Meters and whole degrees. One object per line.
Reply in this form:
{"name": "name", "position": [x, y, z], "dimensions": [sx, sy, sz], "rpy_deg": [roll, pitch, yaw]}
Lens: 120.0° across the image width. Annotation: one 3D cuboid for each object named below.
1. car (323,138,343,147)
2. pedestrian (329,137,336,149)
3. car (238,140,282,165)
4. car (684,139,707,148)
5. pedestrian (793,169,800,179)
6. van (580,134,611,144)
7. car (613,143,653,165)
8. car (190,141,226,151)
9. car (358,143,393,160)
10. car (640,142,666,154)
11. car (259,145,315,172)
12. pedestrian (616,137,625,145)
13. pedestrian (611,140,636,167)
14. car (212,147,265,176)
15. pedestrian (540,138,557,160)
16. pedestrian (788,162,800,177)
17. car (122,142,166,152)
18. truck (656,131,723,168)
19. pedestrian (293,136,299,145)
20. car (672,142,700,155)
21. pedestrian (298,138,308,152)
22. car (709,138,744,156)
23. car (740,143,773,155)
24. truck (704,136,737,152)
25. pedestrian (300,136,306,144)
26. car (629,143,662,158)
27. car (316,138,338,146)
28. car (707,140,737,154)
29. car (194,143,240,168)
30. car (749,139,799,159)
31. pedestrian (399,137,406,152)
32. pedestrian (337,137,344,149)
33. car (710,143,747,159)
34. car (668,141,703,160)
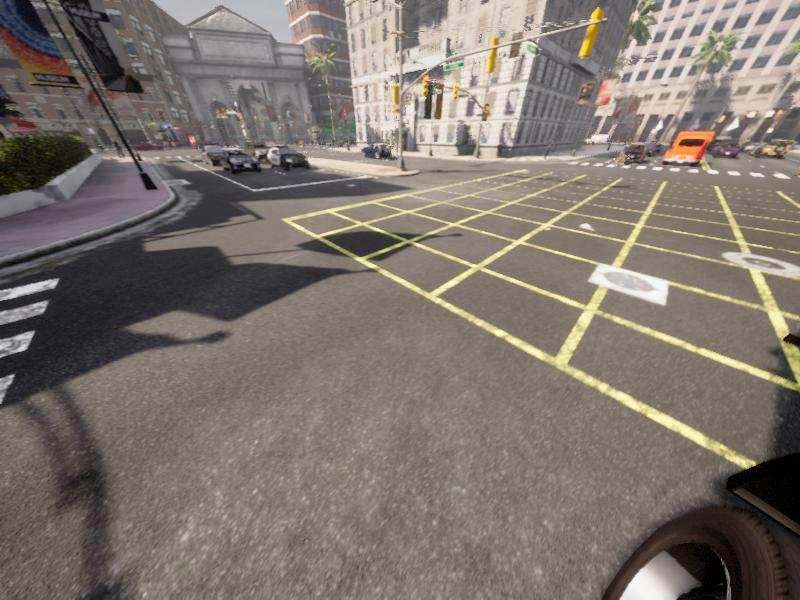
{"name": "car", "position": [-16.533, -39.030, 57.227], "dimensions": [3.988, 1.617, 1.851], "rpy_deg": [-29, 45, -34]}
{"name": "pedestrian", "position": [-13.566, -31.721, 46.661], "dimensions": [0.751, 1.860, 0.751], "rpy_deg": [-30, 45, -35]}
{"name": "car", "position": [-13.624, -14.385, 22.405], "dimensions": [1.932, 1.855, 4.605], "rpy_deg": [-29, 45, -34]}
{"name": "car", "position": [62.791, -33.258, 49.062], "dimensions": [3.705, 1.549, 1.789], "rpy_deg": [-18, 39, -24]}
{"name": "pedestrian", "position": [25.172, -8.317, 13.855], "dimensions": [0.751, 1.860, 0.751], "rpy_deg": [-27, 44, -33]}
{"name": "van", "position": [59.211, -48.771, 70.046], "dimensions": [6.366, 2.431, 2.351], "rpy_deg": [28, 44, 34]}
{"name": "car", "position": [23.193, -14.554, 22.947], "dimensions": [4.892, 1.490, 1.837], "rpy_deg": [-30, 45, -34]}
{"name": "car", "position": [-34.840, -28.105, 42.010], "dimensions": [4.674, 1.442, 1.812], "rpy_deg": [0, 35, 0]}
{"name": "car", "position": [-2.859, -17.371, 26.927], "dimensions": [1.970, 1.475, 3.806], "rpy_deg": [-29, 45, -34]}
{"name": "car", "position": [38.268, -23.007, 34.889], "dimensions": [4.181, 1.385, 1.994], "rpy_deg": [-29, 45, -35]}
{"name": "car", "position": [-9.281, -11.633, 18.846], "dimensions": [2.038, 1.542, 4.974], "rpy_deg": [-29, 45, -35]}
{"name": "pedestrian", "position": [61.554, -44.496, 64.510], "dimensions": [0.751, 1.860, 0.751], "rpy_deg": [-14, 38, -19]}
{"name": "pedestrian", "position": [19.006, -12.471, 19.678], "dimensions": [0.751, 1.860, 0.751], "rpy_deg": [-25, 42, -30]}
{"name": "car", "position": [-11.917, -10.273, 16.990], "dimensions": [1.970, 1.475, 3.806], "rpy_deg": [-29, 45, -34]}
{"name": "pedestrian", "position": [14.958, -15.241, 23.298], "dimensions": [0.751, 1.860, 0.751], "rpy_deg": [29, 45, 34]}
{"name": "pedestrian", "position": [26.131, -8.828, 14.571], "dimensions": [0.751, 1.860, 0.751], "rpy_deg": [30, 45, 35]}
{"name": "car", "position": [-43.698, -26.282, 39.588], "dimensions": [4.718, 1.301, 1.895], "rpy_deg": [-21, 40, -27]}
{"name": "truck", "position": [25.801, -13.592, 20.748], "dimensions": [5.204, 2.467, 2.627], "rpy_deg": [-30, 45, -34]}
{"name": "pedestrian", "position": [-26.717, -40.928, 59.303], "dimensions": [0.751, 1.860, 0.751], "rpy_deg": [-1, 36, -1]}
{"name": "car", "position": [41.341, -21.892, 33.326], "dimensions": [4.181, 1.385, 1.994], "rpy_deg": [-28, 44, -34]}
{"name": "pedestrian", "position": [-15.916, -25.486, 37.928], "dimensions": [0.751, 1.860, 0.751], "rpy_deg": [26, 43, 31]}
{"name": "car", "position": [43.209, -20.329, 30.686], "dimensions": [3.866, 1.878, 1.905], "rpy_deg": [-29, 45, -34]}
{"name": "car", "position": [52.427, -22.409, 34.107], "dimensions": [4.718, 1.301, 1.895], "rpy_deg": [-29, 45, -34]}
{"name": "truck", "position": [54.010, -26.457, 39.085], "dimensions": [6.274, 2.098, 2.390], "rpy_deg": [-29, 45, -34]}
{"name": "pedestrian", "position": [-26.706, -43.986, 63.587], "dimensions": [0.751, 1.860, 0.751], "rpy_deg": [1, 36, 1]}
{"name": "car", "position": [31.282, -19.106, 29.408], "dimensions": [5.357, 1.411, 2.033], "rpy_deg": [-29, 45, -35]}
{"name": "car", "position": [-18.676, -40.675, 59.480], "dimensions": [4.974, 1.542, 2.038], "rpy_deg": [-29, 45, -34]}
{"name": "car", "position": [48.100, -22.984, 34.617], "dimensions": [5.238, 1.638, 1.930], "rpy_deg": [-29, 44, -34]}
{"name": "car", "position": [-16.569, -13.132, 20.856], "dimensions": [1.930, 1.638, 5.238], "rpy_deg": [-29, 45, -34]}
{"name": "car", "position": [43.787, -17.831, 27.197], "dimensions": [4.605, 1.855, 1.932], "rpy_deg": [-29, 45, -34]}
{"name": "pedestrian", "position": [0.378, -23.872, 35.397], "dimensions": [0.751, 1.860, 0.751], "rpy_deg": [-28, 44, -33]}
{"name": "pedestrian", "position": [-10.936, -28.976, 42.553], "dimensions": [0.751, 1.860, 0.751], "rpy_deg": [21, 41, 27]}
{"name": "car", "position": [38.919, -17.767, 27.458], "dimensions": [4.193, 1.474, 1.816], "rpy_deg": [-29, 45, -34]}
{"name": "car", "position": [33.863, -17.826, 27.400], "dimensions": [5.238, 1.638, 1.930], "rpy_deg": [-30, 45, -35]}
